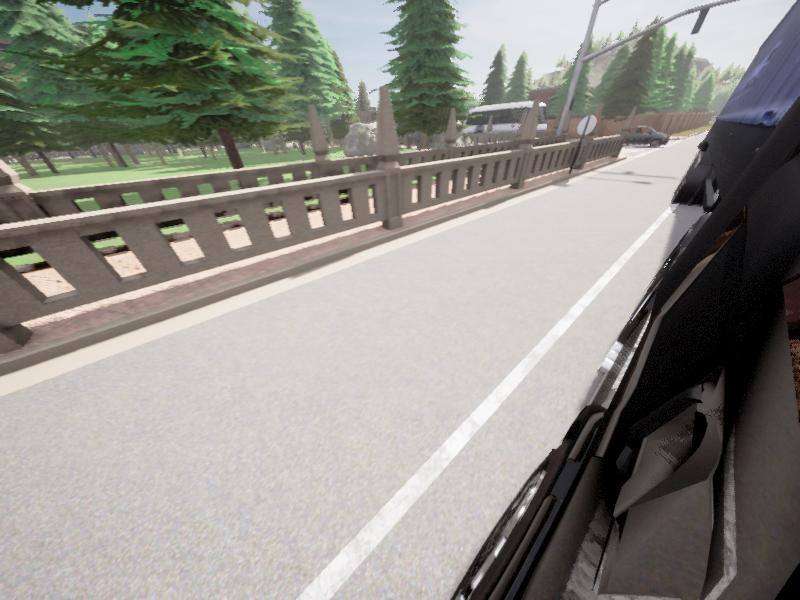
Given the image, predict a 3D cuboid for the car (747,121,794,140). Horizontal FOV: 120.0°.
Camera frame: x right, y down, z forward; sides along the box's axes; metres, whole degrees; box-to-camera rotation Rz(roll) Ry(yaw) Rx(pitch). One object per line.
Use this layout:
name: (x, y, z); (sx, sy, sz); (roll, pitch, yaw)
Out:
car: (37.294, -17.137, 23.329); (4.181, 1.385, 1.994); (-27, 43, -30)

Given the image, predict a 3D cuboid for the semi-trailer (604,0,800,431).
semi-trailer: (8.417, -3.762, 4.513); (14.254, 4.402, 2.717); (-31, 45, -33)

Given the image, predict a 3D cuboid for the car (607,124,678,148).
car: (22.250, -15.090, 21.344); (1.851, 1.617, 3.988); (-30, 44, -32)

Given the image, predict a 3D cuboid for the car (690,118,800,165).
car: (19.849, -9.092, 13.143); (1.932, 1.855, 4.605); (12, 38, 15)

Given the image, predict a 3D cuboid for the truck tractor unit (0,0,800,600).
truck tractor unit: (2.645, -0.295, 0.352); (6.516, 4.208, 3.053); (-28, 44, -30)

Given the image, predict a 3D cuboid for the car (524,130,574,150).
car: (15.194, -16.453, 23.721); (1.845, 1.501, 3.633); (-27, 43, -30)

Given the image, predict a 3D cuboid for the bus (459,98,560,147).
bus: (13.192, -22.251, 29.425); (3.944, 4.253, 10.273); (-28, 43, -30)
